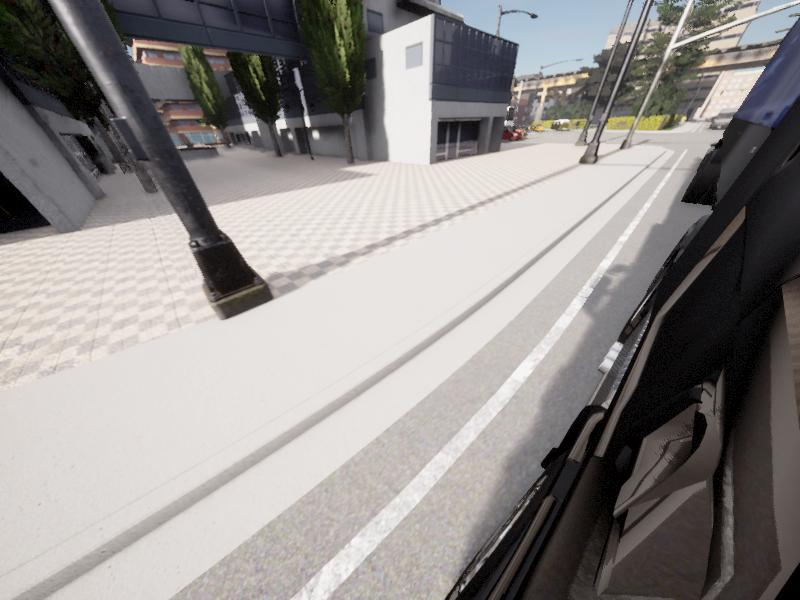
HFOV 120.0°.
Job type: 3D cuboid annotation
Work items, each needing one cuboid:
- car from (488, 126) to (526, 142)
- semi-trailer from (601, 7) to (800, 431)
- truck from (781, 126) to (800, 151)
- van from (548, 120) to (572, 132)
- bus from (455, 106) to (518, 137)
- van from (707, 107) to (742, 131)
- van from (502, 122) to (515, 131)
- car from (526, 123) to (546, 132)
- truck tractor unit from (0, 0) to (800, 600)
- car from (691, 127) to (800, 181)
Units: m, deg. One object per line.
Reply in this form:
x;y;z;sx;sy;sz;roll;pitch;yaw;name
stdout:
14.222;-22.254;30.989;1.851;1.617;3.988;-31;46;-32;car
8.530;-3.718;4.383;14.254;4.402;2.717;-30;45;-31;semi-trailer
28.489;-11.068;14.908;6.274;2.098;2.390;-19;39;-21;truck
35.782;-39.109;51.823;2.069;2.038;4.480;-1;37;2;van
16.172;-34.169;44.386;3.944;4.253;10.273;-31;47;-33;bus
49.325;-27.562;35.179;5.915;2.561;1.988;-32;46;-32;van
32.620;-52.029;69.266;1.775;1.987;4.442;-1;37;2;van
32.315;-41.027;54.990;1.801;1.575;5.366;-1;37;2;car
2.645;-0.295;0.351;6.516;4.208;3.053;-28;44;-30;truck tractor unit
15.335;-6.727;10.404;4.974;1.542;2.038;-30;44;-32;car
